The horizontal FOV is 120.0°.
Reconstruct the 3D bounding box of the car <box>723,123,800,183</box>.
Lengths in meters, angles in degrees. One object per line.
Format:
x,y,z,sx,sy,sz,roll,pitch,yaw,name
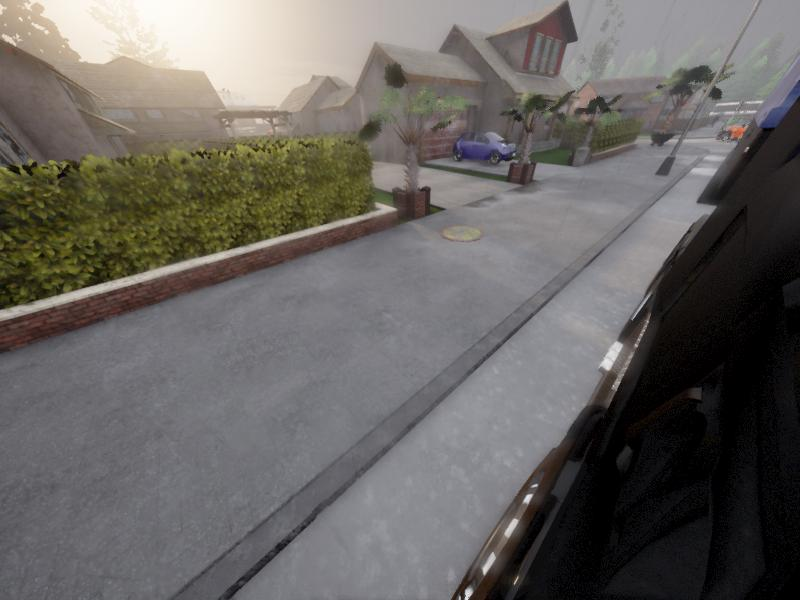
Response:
16.095,-6.412,9.846,5.238,1.638,1.930,-28,44,-30,car

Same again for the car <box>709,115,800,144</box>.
30.038,-14.235,19.284,2.097,1.767,4.553,-2,37,1,car

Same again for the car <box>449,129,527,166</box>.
4.977,-8.958,13.508,1.845,1.501,3.633,-30,45,-32,car

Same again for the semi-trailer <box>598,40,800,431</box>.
8.693,-3.611,4.231,14.254,4.402,2.717,-28,44,-30,semi-trailer

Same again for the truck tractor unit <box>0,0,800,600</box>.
2.645,-0.295,0.351,6.516,4.208,3.053,-28,44,-30,truck tractor unit

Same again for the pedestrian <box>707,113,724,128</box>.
52.676,-29.938,38.581,0.751,1.860,0.751,-21,41,-23,pedestrian
